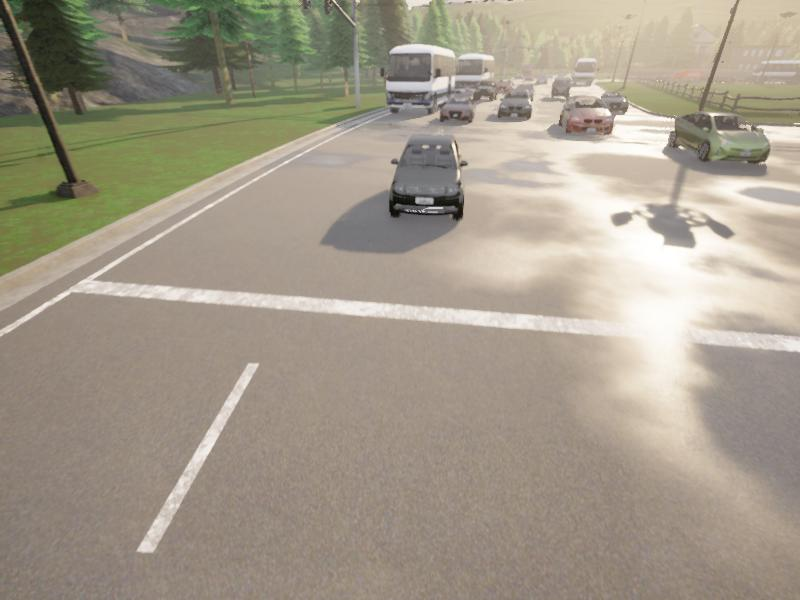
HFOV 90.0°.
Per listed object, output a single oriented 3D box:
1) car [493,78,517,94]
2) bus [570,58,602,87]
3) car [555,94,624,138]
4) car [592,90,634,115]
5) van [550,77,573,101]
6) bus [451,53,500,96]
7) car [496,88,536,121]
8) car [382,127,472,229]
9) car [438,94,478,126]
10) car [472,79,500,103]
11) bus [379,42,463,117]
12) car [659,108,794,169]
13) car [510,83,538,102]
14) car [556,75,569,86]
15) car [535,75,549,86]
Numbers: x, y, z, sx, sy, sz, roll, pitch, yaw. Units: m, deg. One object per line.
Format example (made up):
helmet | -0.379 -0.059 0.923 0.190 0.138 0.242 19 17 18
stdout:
car | 13.823 -28.218 52.596 2.242 1.667 4.611 10 32 17
bus | 33.774 -41.628 73.088 3.944 4.253 10.273 10 32 17
car | 9.866 -9.894 21.297 2.242 1.667 4.611 6 31 10
car | 16.195 -15.157 30.628 1.994 1.385 4.181 9 31 14
van | 16.959 -22.226 42.084 1.775 1.987 4.442 10 32 17
bus | 9.731 -28.622 50.694 3.944 4.253 10.273 10 32 17
car | 7.870 -13.346 27.174 2.242 1.667 4.611 8 31 13
car | 0.737 -3.183 9.883 1.789 1.549 3.705 3 31 6
car | 3.722 -12.029 25.188 1.994 1.385 4.181 7 31 11
car | 8.556 -20.761 39.612 1.905 1.878 3.866 10 32 16
bus | 1.951 -16.784 30.445 3.944 4.253 10.273 8 31 14
car | 12.201 -6.370 15.445 2.007 1.525 4.514 5 31 8
car | 12.792 -21.369 41.090 2.163 1.488 4.792 10 32 17
car | 29.618 -40.052 73.006 1.801 1.575 5.366 10 32 17
car | 26.521 -40.966 74.494 2.033 1.649 4.856 10 32 17
